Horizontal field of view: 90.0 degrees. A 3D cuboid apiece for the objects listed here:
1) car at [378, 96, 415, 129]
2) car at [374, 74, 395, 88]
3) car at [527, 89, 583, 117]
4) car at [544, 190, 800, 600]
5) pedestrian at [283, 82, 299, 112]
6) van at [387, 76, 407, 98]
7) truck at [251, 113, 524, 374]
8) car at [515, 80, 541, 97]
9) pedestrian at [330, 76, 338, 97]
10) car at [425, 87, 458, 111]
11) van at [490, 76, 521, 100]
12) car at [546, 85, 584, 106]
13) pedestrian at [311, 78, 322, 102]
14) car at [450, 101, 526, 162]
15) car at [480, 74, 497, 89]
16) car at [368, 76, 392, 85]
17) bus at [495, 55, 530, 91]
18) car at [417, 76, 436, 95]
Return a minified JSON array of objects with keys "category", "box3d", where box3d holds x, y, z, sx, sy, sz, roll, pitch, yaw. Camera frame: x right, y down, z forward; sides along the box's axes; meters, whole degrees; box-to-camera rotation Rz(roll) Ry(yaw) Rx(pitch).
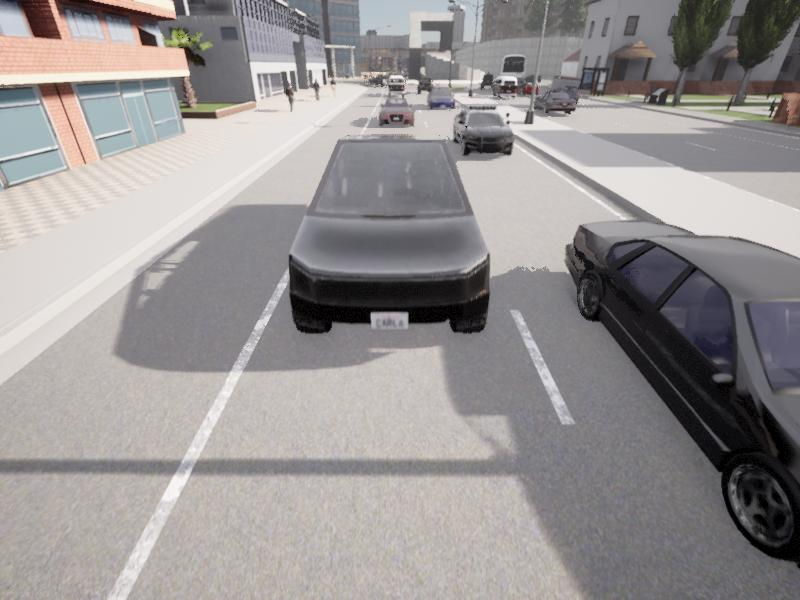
[{"category":"car","box3d":[-0.198,-11.058,23.482,1.994,1.385,4.181,0,30,0]},{"category":"car","box3d":[-2.499,-35.038,63.871,1.932,1.855,4.605,-9,32,-17]},{"category":"car","box3d":[11.281,-14.638,29.588,2.033,1.411,5.357,0,30,0]},{"category":"car","box3d":[3.438,0.304,4.088,2.033,1.411,5.357,0,30,0]},{"category":"pedestrian","box3d":[-7.657,-14.269,28.089,0.751,1.860,0.751,-2,30,-4]},{"category":"van","box3d":[-0.384,-23.910,44.741,2.069,2.038,4.480,0,30,-1]},{"category":"truck","box3d":[-0.123,-1.659,6.727,2.390,2.098,6.274,0,31,0]},{"category":"car","box3d":[14.752,-24.461,46.218,1.845,1.501,3.633,0,31,1]},{"category":"pedestrian","box3d":[-6.881,-22.227,41.679,0.751,1.860,0.751,-4,31,-8]},{"category":"car","box3d":[3.265,-16.291,32.303,2.163,1.488,4.792,0,30,0]},{"category":"van","box3d":[11.212,-22.788,42.856,2.069,2.038,4.480,0,31,0]},{"category":"car","box3d":[14.689,-18.427,35.922,1.845,1.501,3.633,0,30,0]},{"category":"pedestrian","box3d":[-7.382,-18.612,35.506,0.751,1.860,0.751,-3,31,-5]},{"category":"car","box3d":[3.335,-7.057,16.396,1.930,1.638,5.238,0,30,0]},{"category":"car","box3d":[13.089,-32.223,59.082,1.905,1.878,3.866,8,30,14]},{"category":"car","box3d":[-3.605,-39.353,71.802,1.895,1.301,4.718,-21,36,-31]},{"category":"bus","box3d":[16.291,-32.987,58.074,3.944,4.253,10.273,7,31,12]},{"category":"car","box3d":[3.079,-25.747,48.023,1.905,1.878,3.866,-1,30,-1]}]
